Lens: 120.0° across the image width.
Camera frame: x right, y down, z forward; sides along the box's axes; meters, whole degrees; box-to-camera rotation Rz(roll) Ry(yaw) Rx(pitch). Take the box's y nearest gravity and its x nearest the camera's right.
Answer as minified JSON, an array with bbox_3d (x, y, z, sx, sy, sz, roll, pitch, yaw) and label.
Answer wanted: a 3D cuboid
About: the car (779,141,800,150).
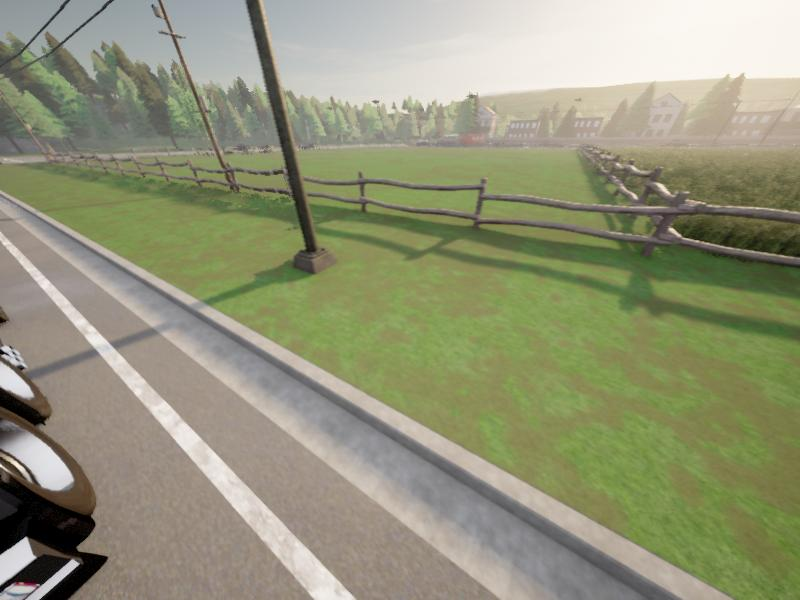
[{"bbox_3d":[83.279,-31.747,47.580,5.008,1.535,1.882,18,39,25],"label":"car"}]

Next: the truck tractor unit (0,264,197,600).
[{"bbox_3d":[-5.112,-0.301,0.782,6.516,4.208,3.053,18,39,24],"label":"truck tractor unit"}]

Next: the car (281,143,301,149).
[{"bbox_3d":[-32.675,-46.149,69.263,2.128,1.511,4.902,19,39,25],"label":"car"}]

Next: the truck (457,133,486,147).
[{"bbox_3d":[24.169,-54.477,78.682,8.468,3.827,2.891,18,39,25],"label":"truck"}]

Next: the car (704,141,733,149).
[{"bbox_3d":[78.118,-38.090,56.703,3.633,1.501,1.845,18,39,25],"label":"car"}]

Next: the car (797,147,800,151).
[{"bbox_3d":[82.387,-29.727,44.683,5.366,1.575,1.801,18,39,25],"label":"car"}]

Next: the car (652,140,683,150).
[{"bbox_3d":[60.115,-34.884,51.977,3.866,1.878,1.905,18,39,25],"label":"car"}]
